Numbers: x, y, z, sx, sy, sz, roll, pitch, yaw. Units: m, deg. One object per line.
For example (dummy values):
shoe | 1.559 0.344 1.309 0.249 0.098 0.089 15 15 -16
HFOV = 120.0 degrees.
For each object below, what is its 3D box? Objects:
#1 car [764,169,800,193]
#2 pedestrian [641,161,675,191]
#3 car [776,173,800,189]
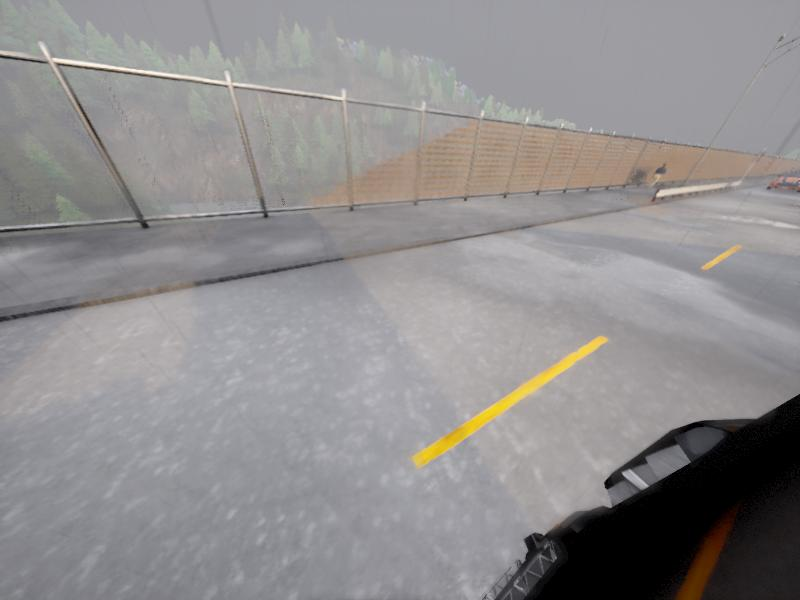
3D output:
car | 39.005 -11.827 22.877 4.553 1.767 2.097 -16 38 -26
pedestrian | 19.134 -9.222 17.180 0.751 1.860 0.751 -15 38 -25
car | 45.326 -13.488 26.218 4.181 1.385 1.994 -16 38 -26
